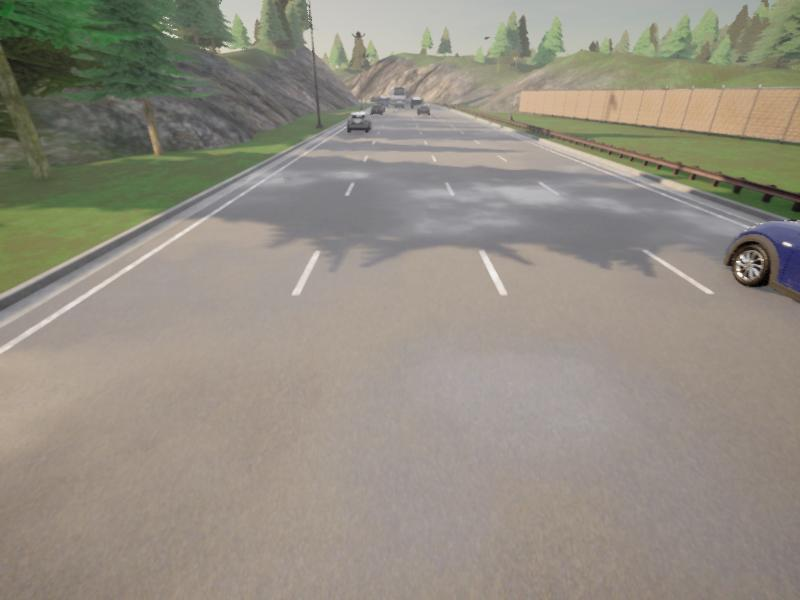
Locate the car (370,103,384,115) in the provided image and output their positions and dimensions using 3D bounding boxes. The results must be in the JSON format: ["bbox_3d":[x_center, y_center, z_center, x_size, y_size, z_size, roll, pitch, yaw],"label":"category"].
[{"bbox_3d":[-3.456,-29.034,60.862,1.816,1.474,4.193,0,27,0],"label":"car"}]

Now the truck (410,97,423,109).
[{"bbox_3d":[3.426,-41.233,83.663,2.390,2.098,6.274,0,27,0],"label":"truck"}]

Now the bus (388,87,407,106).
[{"bbox_3d":[-0.771,-52.229,102.504,3.944,4.253,10.273,-3,28,-5],"label":"bus"}]

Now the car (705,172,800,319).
[{"bbox_3d":[6.999,-0.406,5.371,2.097,1.767,4.553,0,27,0],"label":"car"}]

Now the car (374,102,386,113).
[{"bbox_3d":[-3.473,-33.023,68.485,1.851,1.617,3.988,0,27,0],"label":"car"}]

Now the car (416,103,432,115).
[{"bbox_3d":[3.553,-29.185,61.175,2.128,1.511,4.902,0,27,0],"label":"car"}]

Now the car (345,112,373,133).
[{"bbox_3d":[-3.514,-15.500,34.799,1.970,1.475,3.806,0,27,0],"label":"car"}]

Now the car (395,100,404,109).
[{"bbox_3d":[-0.083,-41.599,85.086,1.812,1.442,4.674,0,27,0],"label":"car"}]
